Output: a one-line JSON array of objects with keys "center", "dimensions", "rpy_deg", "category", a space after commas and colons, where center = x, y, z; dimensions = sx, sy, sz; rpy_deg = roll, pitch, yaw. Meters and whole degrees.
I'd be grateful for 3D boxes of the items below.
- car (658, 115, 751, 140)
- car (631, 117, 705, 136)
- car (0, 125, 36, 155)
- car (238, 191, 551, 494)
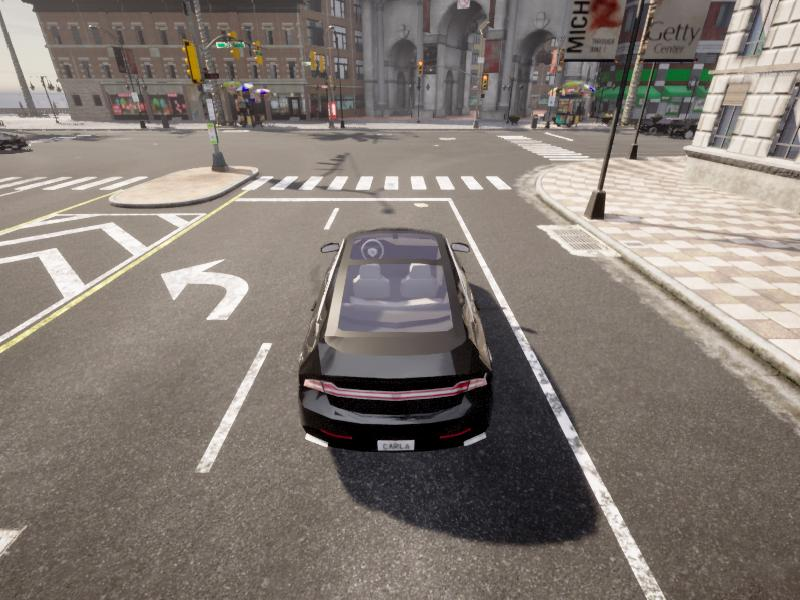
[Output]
[{"center": [23.098, -13.188, 30.510], "dimensions": [5.238, 1.638, 1.930], "rpy_deg": [0, 27, 0], "category": "car"}, {"center": [22.492, -14.634, 33.706], "dimensions": [4.718, 1.301, 1.895], "rpy_deg": [0, 27, 1], "category": "car"}, {"center": [-24.988, -9.508, 23.617], "dimensions": [5.357, 1.411, 2.033], "rpy_deg": [6, 28, 11], "category": "car"}, {"center": [-0.058, -0.144, 5.248], "dimensions": [2.128, 1.511, 4.902], "rpy_deg": [0, 27, -1], "category": "car"}]
